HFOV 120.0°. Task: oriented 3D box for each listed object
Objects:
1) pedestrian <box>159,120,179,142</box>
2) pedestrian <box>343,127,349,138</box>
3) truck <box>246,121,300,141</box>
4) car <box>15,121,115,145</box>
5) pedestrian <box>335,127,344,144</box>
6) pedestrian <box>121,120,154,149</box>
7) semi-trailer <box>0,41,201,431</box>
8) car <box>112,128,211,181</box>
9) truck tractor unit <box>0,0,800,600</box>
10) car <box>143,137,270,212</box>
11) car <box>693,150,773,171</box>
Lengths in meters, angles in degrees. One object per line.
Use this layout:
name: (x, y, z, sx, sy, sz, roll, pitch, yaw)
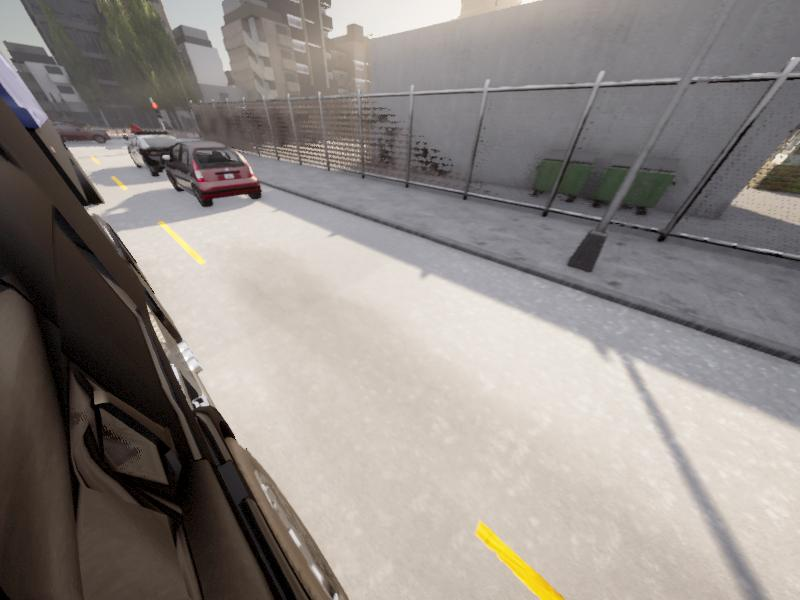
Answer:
pedestrian: (-24.578, -17.945, 24.586, 0.751, 1.860, 0.751, 31, 45, 32)
pedestrian: (-10.897, -33.766, 46.549, 0.751, 1.860, 0.751, 26, 43, 28)
truck: (-18.704, -25.112, 34.434, 2.390, 2.098, 6.274, 28, 43, 30)
car: (-28.543, -14.381, 19.932, 1.812, 1.442, 4.674, 28, 43, 30)
pedestrian: (-8.139, -22.094, 31.050, 0.751, 1.860, 0.751, 18, 39, 20)
pedestrian: (-21.182, -13.388, 18.680, 0.751, 1.860, 0.751, 7, 37, 6)
semi-trailer: (-8.687, -3.607, 4.247, 14.254, 4.402, 2.717, 28, 44, 30)
car: (-11.623, -7.200, 11.211, 5.238, 1.638, 1.930, 27, 43, 29)
truck tractor unit: (-2.645, -0.295, 0.351, 6.516, 4.208, 3.053, 28, 44, 30)
car: (-6.544, -4.428, 7.843, 3.988, 1.617, 1.851, 28, 43, 30)
car: (37.729, -16.068, 26.418, 4.902, 1.511, 2.128, 29, 44, 31)
